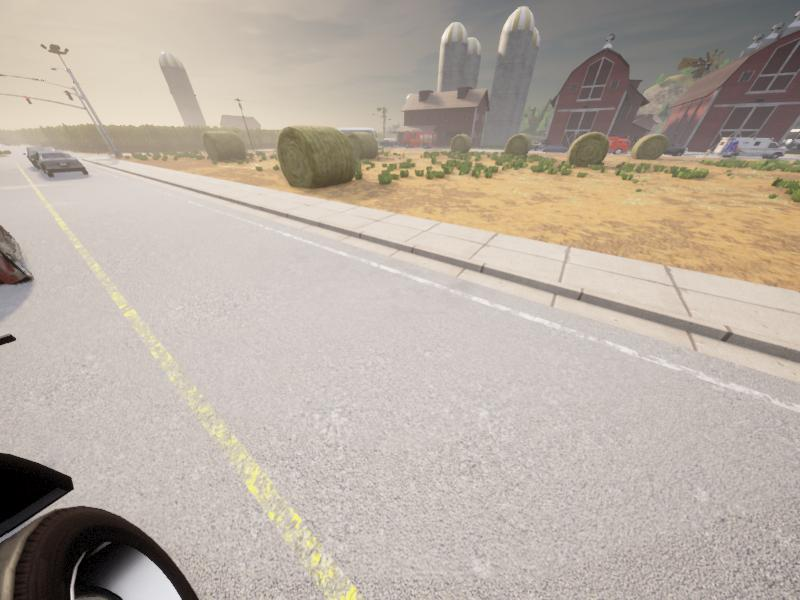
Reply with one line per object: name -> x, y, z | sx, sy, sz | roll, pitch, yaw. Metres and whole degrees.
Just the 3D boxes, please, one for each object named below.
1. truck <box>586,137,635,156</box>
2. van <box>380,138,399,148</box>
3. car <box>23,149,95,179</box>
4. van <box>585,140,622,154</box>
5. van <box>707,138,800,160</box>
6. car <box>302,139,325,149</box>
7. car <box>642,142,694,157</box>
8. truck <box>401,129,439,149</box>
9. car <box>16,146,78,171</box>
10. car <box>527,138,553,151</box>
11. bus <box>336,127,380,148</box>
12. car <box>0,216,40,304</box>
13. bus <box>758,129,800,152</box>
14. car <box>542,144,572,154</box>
truck -> 34.538, -25.481, 38.200 | 5.204, 2.467, 2.627 | 19, 39, 25
van -> -2.806, -40.806, 60.072 | 4.480, 2.038, 2.069 | 20, 40, 25
car -> -23.831, -9.575, 16.134 | 5.357, 1.411, 2.033 | 22, 41, 28
van -> 35.935, -27.151, 40.991 | 4.442, 1.987, 1.775 | 20, 40, 25
van -> 47.918, -20.757, 31.622 | 6.366, 2.431, 2.351 | 19, 39, 25
car -> -20.970, -37.946, 56.146 | 2.097, 1.767, 4.553 | 20, 40, 26
car -> 40.725, -23.065, 35.327 | 4.605, 1.855, 1.932 | 19, 39, 25
truck -> 4.680, -38.902, 55.873 | 8.468, 3.827, 2.891 | 19, 39, 25
car -> -29.869, -12.065, 19.552 | 4.792, 1.488, 2.163 | 22, 41, 28
car -> 29.263, -32.390, 48.201 | 3.866, 1.878, 1.905 | -8, 42, -8
bus -> -10.619, -41.977, 59.771 | 10.273, 4.253, 3.944 | 2, 35, 3
car -> -8.600, -0.911, 3.961 | 4.181, 1.385, 1.994 | 22, 41, 28
bus -> 93.711, -38.457, 55.525 | 3.944, 4.253, 10.273 | 20, 40, 26
car -> 28.226, -27.258, 41.604 | 4.181, 1.385, 1.994 | 19, 40, 25
